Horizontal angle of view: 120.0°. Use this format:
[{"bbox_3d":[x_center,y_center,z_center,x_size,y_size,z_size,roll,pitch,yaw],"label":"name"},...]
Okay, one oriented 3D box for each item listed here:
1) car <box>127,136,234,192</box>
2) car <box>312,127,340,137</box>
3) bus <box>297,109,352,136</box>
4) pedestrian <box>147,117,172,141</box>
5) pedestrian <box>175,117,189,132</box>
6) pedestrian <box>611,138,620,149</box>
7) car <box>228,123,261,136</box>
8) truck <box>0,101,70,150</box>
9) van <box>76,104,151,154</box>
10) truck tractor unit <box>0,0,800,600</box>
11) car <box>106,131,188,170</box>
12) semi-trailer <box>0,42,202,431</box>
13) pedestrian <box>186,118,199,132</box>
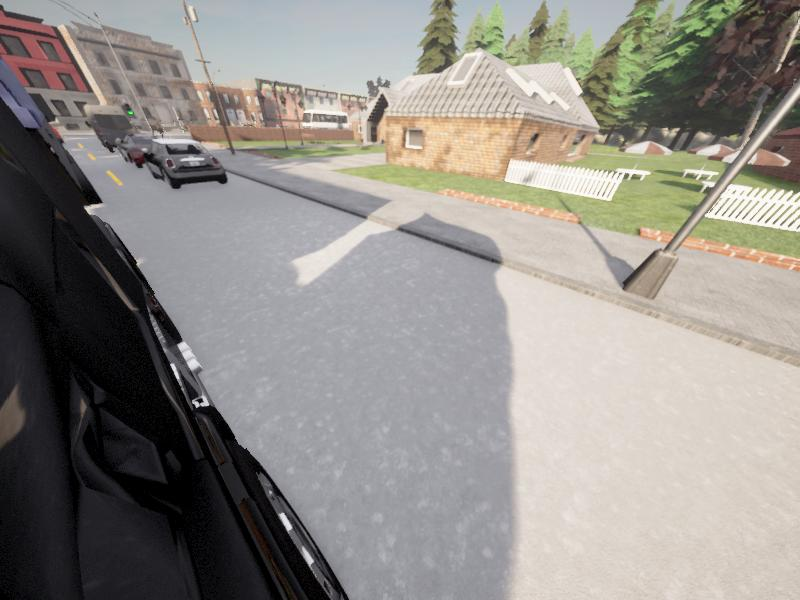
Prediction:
[{"bbox_3d":[-8.858,-5.634,9.353,3.806,1.475,1.970,28,44,30],"label":"car"},{"bbox_3d":[-14.655,-33.334,45.843,1.882,1.535,5.008,28,44,30],"label":"car"},{"bbox_3d":[-15.548,-37.385,48.922,3.944,4.253,10.273,28,44,30],"label":"bus"},{"bbox_3d":[-23.918,-17.005,22.978,0.751,1.860,0.751,8,37,7],"label":"pedestrian"},{"bbox_3d":[-35.023,-28.122,37.084,0.751,1.860,0.751,19,40,21],"label":"pedestrian"},{"bbox_3d":[46.747,-33.934,50.165,0.751,1.860,0.751,27,43,29],"label":"pedestrian"},{"bbox_3d":[-26.388,-29.098,39.373,1.851,1.617,3.988,28,44,30],"label":"car"},{"bbox_3d":[-26.526,-12.378,16.367,5.204,2.467,2.627,28,44,30],"label":"truck"},{"bbox_3d":[-20.840,-12.454,16.777,5.915,2.561,1.988,29,44,30],"label":"van"},{"bbox_3d":[-2.645,-0.295,0.351,6.516,4.208,3.053,28,44,30],"label":"truck tractor unit"},{"bbox_3d":[-13.837,-8.262,12.621,4.181,1.385,1.994,28,44,30],"label":"car"},{"bbox_3d":[-8.700,-3.612,4.214,14.254,4.402,2.717,28,44,30],"label":"semi-trailer"},{"bbox_3d":[-33.799,-28.485,37.647,0.751,1.860,0.751,29,44,31],"label":"pedestrian"}]
